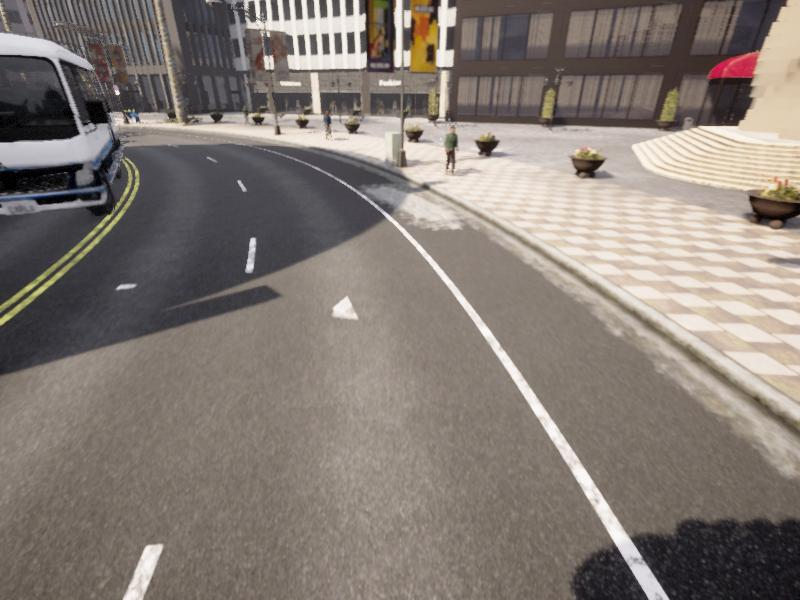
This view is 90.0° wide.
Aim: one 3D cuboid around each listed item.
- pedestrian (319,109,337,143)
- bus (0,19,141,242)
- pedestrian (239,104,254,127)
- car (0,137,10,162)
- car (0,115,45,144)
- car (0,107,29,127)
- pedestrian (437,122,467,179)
[{"bbox_3d":[-4.532,-11.006,25.293,0.751,1.860,0.751,-16,32,-29],"label":"pedestrian"},{"bbox_3d":[-10.871,-5.400,12.246,3.944,4.253,10.273,-14,31,-26],"label":"bus"},{"bbox_3d":[-13.872,-16.667,36.113,0.751,1.860,0.751,-20,34,-34],"label":"pedestrian"},{"bbox_3d":[-21.249,-7.718,19.595,4.902,1.511,2.128,22,35,36],"label":"car"},{"bbox_3d":[-26.249,-11.392,26.607,4.514,1.525,2.007,14,30,25],"label":"car"},{"bbox_3d":[-38.134,-17.572,38.318,3.988,1.617,1.851,12,30,21],"label":"car"},{"bbox_3d":[1.922,-5.552,14.850,0.751,1.860,0.751,-8,28,-15],"label":"pedestrian"}]
